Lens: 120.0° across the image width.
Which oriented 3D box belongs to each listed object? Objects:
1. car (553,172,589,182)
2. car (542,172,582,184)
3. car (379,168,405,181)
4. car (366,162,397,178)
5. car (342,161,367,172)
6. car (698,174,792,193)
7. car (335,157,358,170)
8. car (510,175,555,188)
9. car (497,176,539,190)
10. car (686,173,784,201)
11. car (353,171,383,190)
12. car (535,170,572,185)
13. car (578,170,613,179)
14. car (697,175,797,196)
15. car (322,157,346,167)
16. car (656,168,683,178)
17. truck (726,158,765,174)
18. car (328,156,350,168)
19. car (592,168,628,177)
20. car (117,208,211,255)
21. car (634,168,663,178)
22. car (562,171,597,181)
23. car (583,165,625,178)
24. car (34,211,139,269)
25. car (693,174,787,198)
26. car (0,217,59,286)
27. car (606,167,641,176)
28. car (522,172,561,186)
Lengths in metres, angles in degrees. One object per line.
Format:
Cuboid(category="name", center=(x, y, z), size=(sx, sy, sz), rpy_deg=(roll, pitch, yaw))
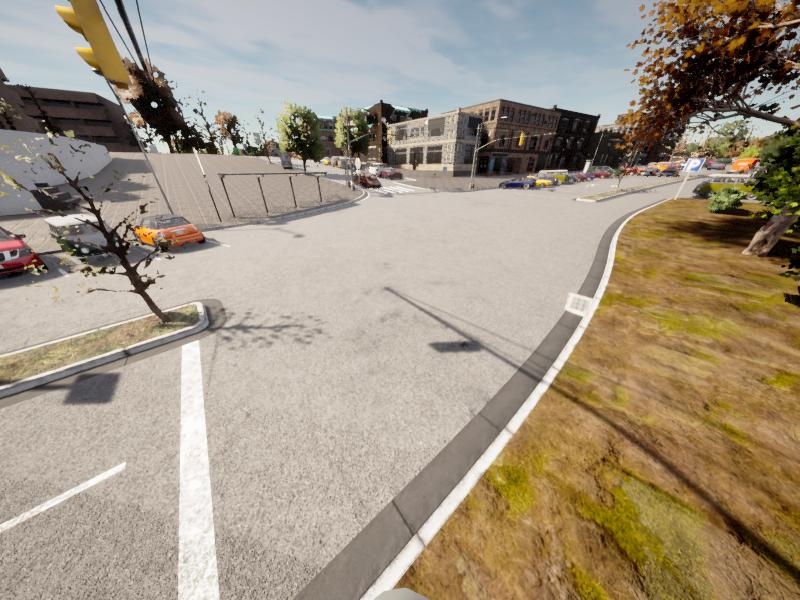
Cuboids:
Cuboid(category="car", center=(29.144, -21.005, 39.471), size=(4.674, 1.452, 2.002), rpy_deg=(19, 37, 32))
Cuboid(category="car", center=(26.611, -20.140, 38.075), size=(4.892, 1.521, 2.231), rpy_deg=(19, 36, 32))
Cuboid(category="car", center=(-1.231, -20.775, 38.067), size=(2.002, 1.452, 4.674), rpy_deg=(21, 37, 23))
Cuboid(category="car", center=(-3.124, -22.424, 39.795), size=(2.435, 2.045, 5.566), rpy_deg=(21, 37, 23))
Cuboid(category="car", center=(-8.914, -26.385, 45.522), size=(2.231, 1.521, 4.892), rpy_deg=(21, 37, 23))
Cuboid(category="car", center=(37.900, -13.039, 25.682), size=(5.366, 1.575, 1.946), rpy_deg=(21, 38, 31))
Cuboid(category="car", center=(-10.866, -27.919, 47.185), size=(1.878, 1.987, 4.442), rpy_deg=(21, 37, 23))
Cuboid(category="car", center=(19.246, -17.332, 33.735), size=(5.366, 1.575, 1.946), rpy_deg=(18, 36, 31))
Cuboid(category="car", center=(16.543, -16.502, 32.563), size=(4.792, 1.488, 2.163), rpy_deg=(18, 36, 31))
Cuboid(category="car", center=(30.571, -10.506, 21.390), size=(4.442, 1.987, 1.878), rpy_deg=(20, 38, 31))
Cuboid(category="car", center=(-4.136, -15.318, 29.586), size=(1.851, 1.617, 3.988), rpy_deg=(-23, 42, -34))
Cuboid(category="car", center=(24.186, -19.390, 36.497), size=(4.442, 1.987, 1.878), rpy_deg=(19, 36, 31))
Cuboid(category="car", center=(36.781, -23.674, 43.552), size=(4.674, 1.452, 2.002), rpy_deg=(20, 37, 33))
Cuboid(category="car", center=(35.730, -12.037, 24.127), size=(5.366, 1.575, 1.946), rpy_deg=(21, 37, 31))
Cuboid(category="car", center=(-14.577, -30.665, 51.280), size=(1.946, 1.575, 5.366), rpy_deg=(21, 37, 23))
Cuboid(category="car", center=(49.076, -23.150, 42.028), size=(4.193, 1.474, 1.816), rpy_deg=(-18, 35, -26))
Cuboid(category="truck", center=(67.286, -26.035, 44.996), size=(5.204, 2.467, 2.627), rpy_deg=(-17, 34, -24))
Cuboid(category="car", center=(-12.791, -29.317, 49.059), size=(1.878, 1.987, 4.442), rpy_deg=(21, 37, 23))
Cuboid(category="car", center=(41.921, -25.455, 46.197), size=(5.008, 1.535, 2.097), rpy_deg=(20, 37, 33))
Cuboid(category="car", center=(-13.789, -4.164, 13.541), size=(4.553, 1.767, 2.185), rpy_deg=(15, 35, 27))
Cuboid(category="car", center=(47.630, -24.451, 44.317), size=(4.902, 1.511, 2.128), rpy_deg=(-18, 35, -26))
Cuboid(category="car", center=(31.680, -21.906, 40.851), size=(4.674, 1.452, 2.002), rpy_deg=(19, 36, 32))
Cuboid(category="car", center=(39.365, -24.796, 44.732), size=(5.566, 2.045, 2.435), rpy_deg=(20, 37, 33))
Cuboid(category="car", center=(-16.054, -3.211, 11.856), size=(4.442, 1.987, 1.878), rpy_deg=(15, 34, 27))
Cuboid(category="car", center=(33.092, -11.306, 22.797), size=(4.553, 1.767, 2.185), rpy_deg=(20, 37, 31))
Cuboid(category="car", center=(-18.453, -2.226, 10.271), size=(5.566, 2.045, 2.435), rpy_deg=(15, 34, 27))
Cuboid(category="car", center=(47.102, -27.159, 48.787), size=(5.008, 1.535, 2.097), rpy_deg=(21, 38, 34))
Cuboid(category="car", center=(21.562, -18.424, 35.211), size=(4.553, 1.767, 2.185), rpy_deg=(19, 36, 31))
